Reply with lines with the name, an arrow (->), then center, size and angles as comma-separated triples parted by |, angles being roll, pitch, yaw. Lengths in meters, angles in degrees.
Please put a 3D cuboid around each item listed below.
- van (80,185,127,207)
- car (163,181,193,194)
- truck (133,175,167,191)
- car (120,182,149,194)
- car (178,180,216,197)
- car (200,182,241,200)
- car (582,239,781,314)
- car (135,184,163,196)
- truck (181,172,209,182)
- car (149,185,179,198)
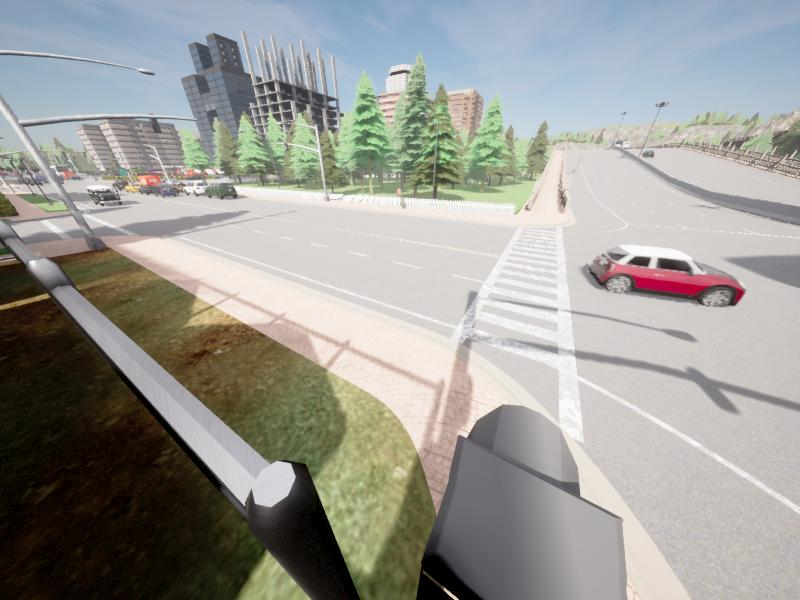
van -> -35.133, -12.382, 27.412 | 4.480, 2.038, 2.069 | 17, 34, 27
car -> -38.129, -19.391, 39.713 | 4.605, 1.855, 1.932 | 17, 34, 27
truck -> -49.132, -23.022, 45.411 | 5.204, 2.467, 2.627 | 17, 34, 27
car -> -47.118, -19.966, 41.007 | 5.366, 1.575, 1.801 | 17, 34, 27
car -> -31.949, -17.567, 36.387 | 5.566, 2.045, 2.150 | 17, 34, 27
car -> -25.721, -15.660, 33.083 | 5.566, 2.045, 2.150 | 17, 34, 27
car -> 9.355, -1.022, 8.299 | 3.806, 1.475, 1.970 | 11, 32, 19
car -> -41.167, -18.094, 37.870 | 4.193, 1.474, 1.816 | 17, 34, 27
truck -> -62.560, -37.542, 70.571 | 2.627, 2.467, 5.204 | 16, 33, 26
car -> -35.779, -16.477, 34.990 | 3.705, 1.549, 1.789 | 17, 34, 27
